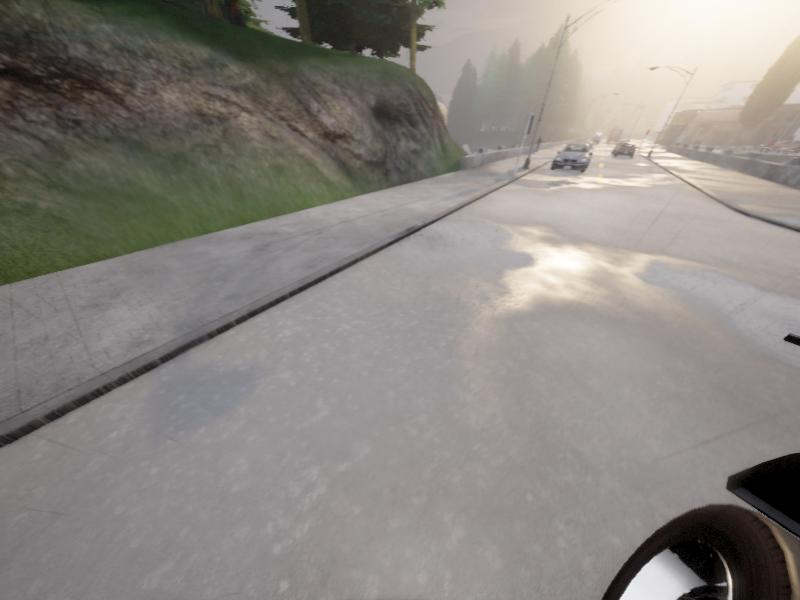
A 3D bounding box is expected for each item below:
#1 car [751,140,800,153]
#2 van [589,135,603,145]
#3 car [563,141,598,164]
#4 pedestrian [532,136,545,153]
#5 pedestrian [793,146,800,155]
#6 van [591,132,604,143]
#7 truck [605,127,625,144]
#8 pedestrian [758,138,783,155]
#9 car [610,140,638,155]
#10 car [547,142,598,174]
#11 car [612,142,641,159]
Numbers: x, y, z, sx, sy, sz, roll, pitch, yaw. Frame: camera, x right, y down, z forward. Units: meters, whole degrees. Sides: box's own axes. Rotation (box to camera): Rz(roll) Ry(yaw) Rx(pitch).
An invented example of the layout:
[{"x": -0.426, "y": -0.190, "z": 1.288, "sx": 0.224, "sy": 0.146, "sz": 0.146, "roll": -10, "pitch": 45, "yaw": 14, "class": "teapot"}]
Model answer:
[{"x": 61.615, "y": -24.803, "z": 37.274, "sx": 5.027, "sy": 1.651, "sz": 2.152, "roll": 23, "pitch": 42, "yaw": 28, "class": "car"}, {"x": 50.428, "y": -41.298, "z": 59.513, "sx": 2.069, "sy": 2.038, "sz": 4.480, "roll": 23, "pitch": 42, "yaw": 28, "class": "van"}, {"x": 18.080, "y": -14.841, "z": 23.062, "sx": 2.033, "sy": 1.649, "sz": 4.856, "roll": 23, "pitch": 42, "yaw": 28, "class": "car"}, {"x": 18.277, "y": -20.536, "z": 30.489, "sx": 0.751, "sy": 1.860, "sz": 0.751, "roll": 23, "pitch": 42, "yaw": 28, "class": "pedestrian"}, {"x": 54.750, "y": -20.686, "z": 31.106, "sx": 0.751, "sy": 1.860, "sz": 0.751, "roll": 20, "pitch": 40, "yaw": 25, "class": "pedestrian"}, {"x": 59.989, "y": -49.293, "z": 70.165, "sx": 1.988, "sy": 2.561, "sz": 5.915, "roll": 23, "pitch": 42, "yaw": 28, "class": "van"}, {"x": 65.063, "y": -49.880, "z": 69.967, "sx": 2.891, "sy": 3.827, "sz": 8.468, "roll": 23, "pitch": 42, "yaw": 28, "class": "truck"}, {"x": 49.953, "y": -20.760, "z": 31.160, "sx": 0.751, "sy": 1.860, "sz": 0.751, "roll": 23, "pitch": 42, "yaw": 28, "class": "pedestrian"}, {"x": 30.750, "y": -21.074, "z": 31.870, "sx": 2.038, "sy": 1.542, "sz": 4.974, "roll": 23, "pitch": 42, "yaw": 28, "class": "car"}, {"x": 12.928, "y": -10.673, "z": 17.229, "sx": 2.242, "sy": 1.667, "sz": 4.611, "roll": 23, "pitch": 42, "yaw": 28, "class": "car"}, {"x": 26.898, "y": -17.923, "z": 27.535, "sx": 1.816, "sy": 1.474, "sz": 4.193, "roll": 23, "pitch": 42, "yaw": 28, "class": "car"}]
